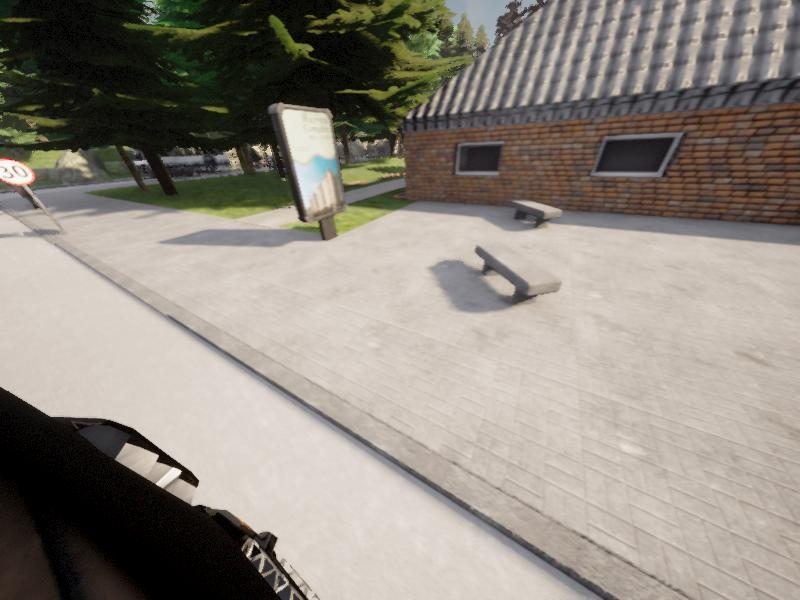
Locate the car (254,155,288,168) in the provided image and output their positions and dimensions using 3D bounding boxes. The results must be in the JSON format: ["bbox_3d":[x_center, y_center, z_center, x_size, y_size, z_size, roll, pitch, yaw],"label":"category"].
[{"bbox_3d":[-22.868,-24.770,41.211,2.097,1.767,4.553,16,38,26],"label":"car"}]

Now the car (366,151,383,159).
[{"bbox_3d":[-6.438,-36.588,58.300,1.994,1.385,4.181,16,38,26],"label":"car"}]

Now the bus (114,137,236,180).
[{"bbox_3d":[-29.265,-19.238,31.171,3.944,4.253,10.273,16,37,26],"label":"bus"}]

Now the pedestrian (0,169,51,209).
[{"bbox_3d":[-20.929,-6.154,12.824,0.751,1.860,0.751,-27,40,-31],"label":"pedestrian"}]

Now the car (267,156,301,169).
[{"bbox_3d":[-19.598,-23.462,39.279,1.837,1.490,4.892,16,39,26],"label":"car"}]

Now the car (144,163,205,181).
[{"bbox_3d":[-27.258,-15.673,28.149,1.837,1.490,4.892,15,38,25],"label":"car"}]

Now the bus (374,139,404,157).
[{"bbox_3d":[-3.028,-45.480,69.005,3.944,4.253,10.273,16,38,26],"label":"bus"}]
